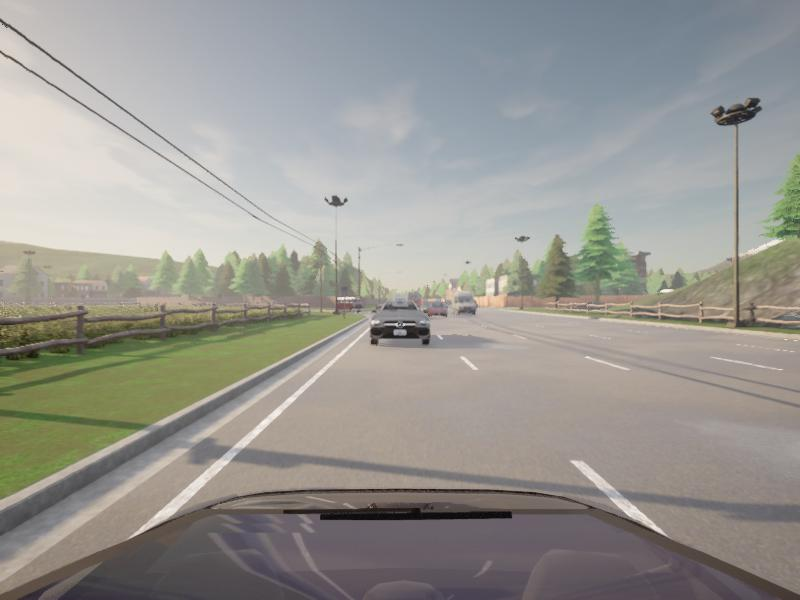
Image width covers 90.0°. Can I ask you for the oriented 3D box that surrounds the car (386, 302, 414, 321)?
[{"bbox_3d":[0.006,0.904,33.961,2.163,1.488,4.792,0,0,0],"label":"car"}]

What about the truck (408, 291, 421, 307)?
[{"bbox_3d":[3.513,-0.174,98.968,2.891,3.827,8.468,0,0,0],"label":"truck"}]

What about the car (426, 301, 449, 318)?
[{"bbox_3d":[3.506,0.886,37.615,1.845,1.501,3.633,0,0,0],"label":"car"}]

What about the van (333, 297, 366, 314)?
[{"bbox_3d":[-6.468,0.652,50.727,2.069,2.038,4.480,1,-1,-39],"label":"van"}]

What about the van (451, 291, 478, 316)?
[{"bbox_3d":[7.004,0.391,44.196,1.988,2.561,5.915,0,0,0],"label":"van"}]

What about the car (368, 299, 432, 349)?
[{"bbox_3d":[0.003,0.807,15.900,2.152,1.651,5.027,0,0,0],"label":"car"}]

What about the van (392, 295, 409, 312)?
[{"bbox_3d":[0.008,0.467,58.552,2.351,2.431,6.366,0,0,0],"label":"van"}]
